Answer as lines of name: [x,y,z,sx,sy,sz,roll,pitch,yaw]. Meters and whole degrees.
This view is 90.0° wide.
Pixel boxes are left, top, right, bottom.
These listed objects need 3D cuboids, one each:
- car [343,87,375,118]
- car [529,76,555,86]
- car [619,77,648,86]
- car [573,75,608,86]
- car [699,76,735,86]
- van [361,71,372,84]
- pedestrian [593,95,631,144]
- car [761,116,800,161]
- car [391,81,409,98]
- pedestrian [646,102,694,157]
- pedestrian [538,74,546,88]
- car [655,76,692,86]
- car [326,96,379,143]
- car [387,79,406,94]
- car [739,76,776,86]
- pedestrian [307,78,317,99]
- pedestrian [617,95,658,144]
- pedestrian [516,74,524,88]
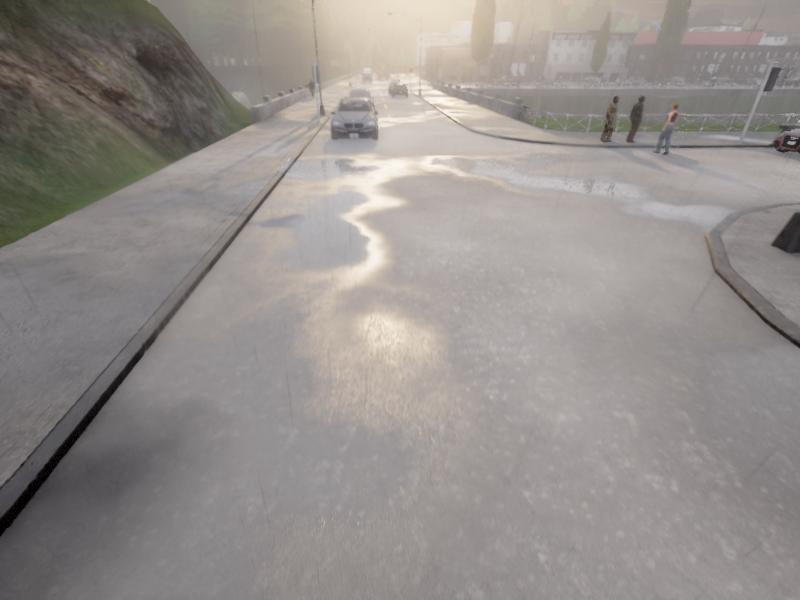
car: [-2.867,-14.326,28.846,2.033,1.649,4.856,-2,31,-3]
car: [25.815,-39.821,72.773,3.806,1.475,1.970,-2,30,-3]
car: [43.033,-40.301,73.758,3.806,1.475,1.970,-2,30,-3]
car: [34.803,-40.152,73.240,5.238,1.638,1.930,-1,30,-3]
car: [59.086,-40.857,74.612,4.856,1.649,2.033,-2,30,-3]
van: [-6.576,-44.288,79.626,2.069,2.038,4.480,-2,30,-3]
pedestrian: [9.115,-7.786,17.257,0.751,1.860,0.751,-9,32,-15]
car: [17.164,-6.304,15.541,4.181,1.385,1.994,-2,30,-4]
car: [-0.067,-23.927,45.429,1.816,1.474,4.193,-2,30,-3]
pedestrian: [10.387,-6.595,15.454,0.751,1.860,0.751,-7,31,-12]
pedestrian: [22.589,-34.852,63.631,0.751,1.860,0.751,0,30,0]
car: [50.686,-40.611,74.139,5.238,1.638,1.930,-2,30,-3]
car: [-2.195,-8.946,19.621,2.242,1.667,4.611,-2,30,-3]
car: [-0.479,-27.279,51.099,2.038,1.542,4.974,-2,30,-3]
car: [67.039,-41.064,75.077,4.974,1.542,2.038,-2,30,-3]
pedestrian: [-8.752,-20.960,39.661,0.751,1.860,0.751,-5,31,-8]
pedestrian: [10.193,-7.775,17.229,0.751,1.860,0.751,-3,31,-6]
pedestrian: [18.347,-33.427,61.166,0.751,1.860,0.751,-2,30,-3]
